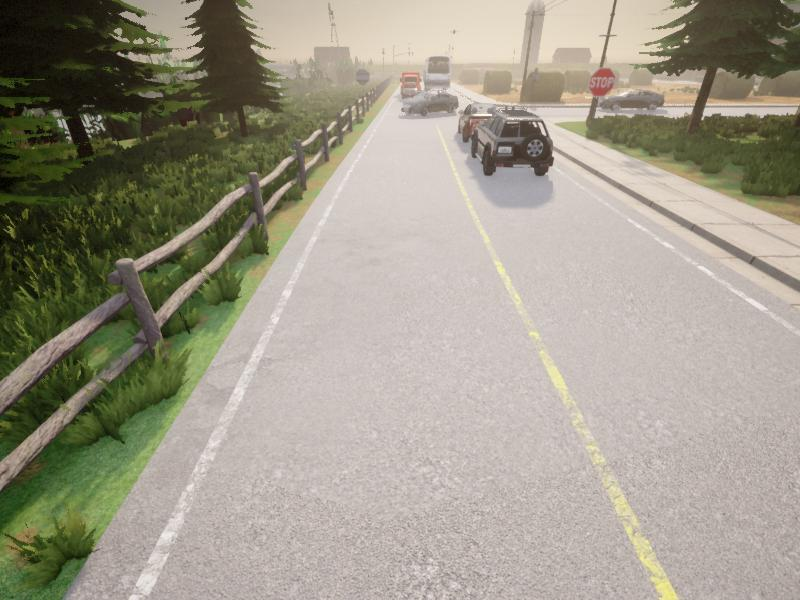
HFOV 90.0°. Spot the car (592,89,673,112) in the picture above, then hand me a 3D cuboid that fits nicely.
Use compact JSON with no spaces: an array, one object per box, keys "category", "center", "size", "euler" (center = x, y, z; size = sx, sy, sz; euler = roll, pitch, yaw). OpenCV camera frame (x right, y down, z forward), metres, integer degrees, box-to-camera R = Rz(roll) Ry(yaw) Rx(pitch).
[{"category":"car","center":[18.227,-15.783,31.604],"size":[4.902,1.511,2.128],"euler":[-1,30,-1]}]

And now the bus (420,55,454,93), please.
[{"category":"bus","center":[4.953,-31.581,55.866],"size":[3.944,4.253,10.273],"euler":[1,30,1]}]

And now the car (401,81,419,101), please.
[{"category":"car","center":[1.077,-22.167,42.374],"size":[1.851,1.617,3.988],"euler":[1,30,1]}]

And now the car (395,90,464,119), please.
[{"category":"car","center":[2.136,-14.046,28.574],"size":[4.902,1.511,2.128],"euler":[-26,39,-38]}]

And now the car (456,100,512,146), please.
[{"category":"car","center":[3.871,-8.582,19.188],"size":[2.007,1.525,4.514],"euler":[2,30,3]}]

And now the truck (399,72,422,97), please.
[{"category":"truck","center":[1.288,-26.019,48.115],"size":[2.627,2.467,5.204],"euler":[1,30,1]}]

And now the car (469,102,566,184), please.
[{"category":"car","center":[3.649,-5.440,13.457],"size":[1.932,1.855,4.605],"euler":[1,30,1]}]
